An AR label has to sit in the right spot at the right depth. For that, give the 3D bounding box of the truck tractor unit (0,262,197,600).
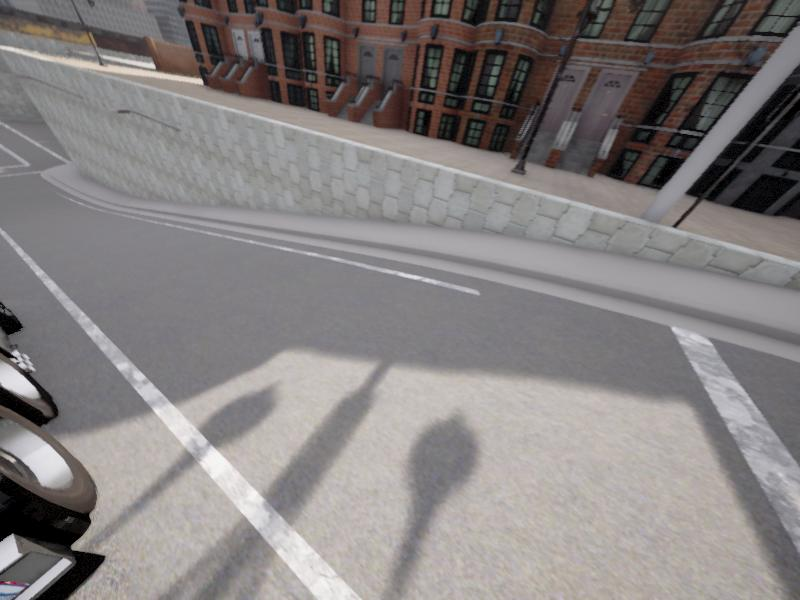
[{"bbox_3d":[-5.166,-0.228,0.848,6.516,4.208,3.053,16,39,26],"label":"truck tractor unit"}]
